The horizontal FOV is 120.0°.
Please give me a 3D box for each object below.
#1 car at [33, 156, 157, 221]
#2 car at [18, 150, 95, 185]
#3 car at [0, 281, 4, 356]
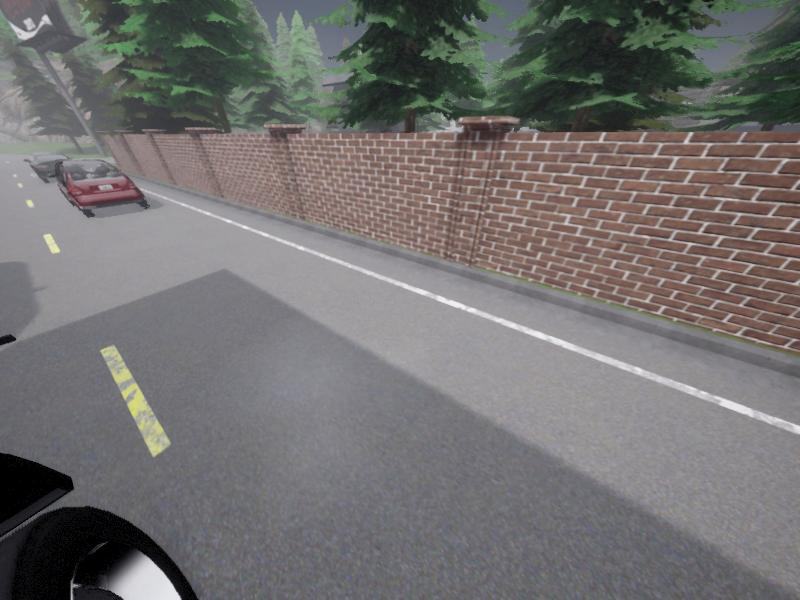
[{"bbox_3d":[-11.151,-4.226,8.474,3.705,1.549,1.789,22,41,28],"label":"car"},{"bbox_3d":[-20.934,-8.148,14.057,4.674,1.442,1.812,22,41,28],"label":"car"},{"bbox_3d":[-7.272,-0.104,2.812,4.181,1.385,1.994,22,41,28],"label":"car"}]
